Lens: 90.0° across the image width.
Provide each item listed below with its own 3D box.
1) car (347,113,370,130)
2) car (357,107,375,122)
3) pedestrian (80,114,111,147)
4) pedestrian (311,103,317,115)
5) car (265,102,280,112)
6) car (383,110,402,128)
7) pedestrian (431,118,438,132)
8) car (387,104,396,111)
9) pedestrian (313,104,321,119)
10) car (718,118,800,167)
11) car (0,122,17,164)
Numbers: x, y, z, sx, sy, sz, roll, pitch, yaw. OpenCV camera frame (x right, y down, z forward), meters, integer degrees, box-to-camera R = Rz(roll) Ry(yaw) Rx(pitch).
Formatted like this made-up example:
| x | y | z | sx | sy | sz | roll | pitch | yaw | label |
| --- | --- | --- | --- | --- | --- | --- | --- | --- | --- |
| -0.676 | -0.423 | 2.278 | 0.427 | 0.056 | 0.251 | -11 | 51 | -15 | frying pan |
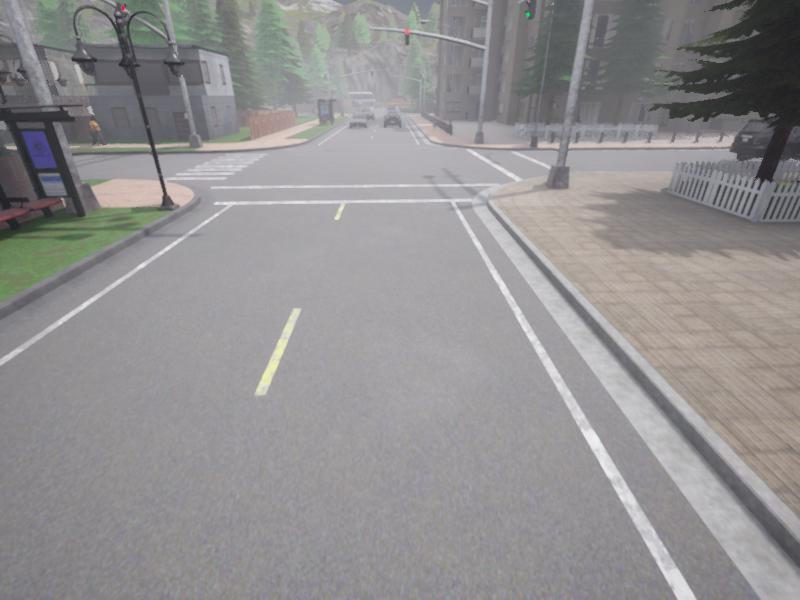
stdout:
| x | y | z | sx | sy | sz | roll | pitch | yaw | label |
| --- | --- | --- | --- | --- | --- | --- | --- | --- | --- |
| -4.282 | -18.852 | 42.179 | 2.033 | 1.411 | 5.357 | -1 | 27 | -1 | car |
| -4.589 | -25.395 | 54.773 | 2.152 | 1.651 | 5.027 | -1 | 27 | -1 | car |
| -18.986 | -10.557 | 24.968 | 0.751 | 1.860 | 0.751 | 2 | 27 | 3 | pedestrian |
| -14.526 | -32.158 | 67.373 | 0.751 | 1.860 | 0.751 | -2 | 27 | -3 | pedestrian |
| -26.847 | -40.746 | 84.312 | 1.932 | 1.855 | 4.605 | -1 | 27 | -2 | car |
| -0.865 | -20.658 | 45.576 | 2.038 | 1.542 | 4.974 | -1 | 27 | -1 | car |
| 3.082 | -15.581 | 35.688 | 0.500 | 1.100 | 0.500 | 0 | 27 | 0 | pedestrian |
| -2.047 | -45.101 | 93.656 | 2.128 | 1.511 | 4.902 | -1 | 27 | -1 | car |
| -11.589 | -26.354 | 56.007 | 0.751 | 1.860 | 0.751 | 1 | 27 | 2 | pedestrian |
| 19.528 | -7.766 | 19.704 | 5.566 | 2.045 | 2.150 | -1 | 27 | -3 | car |
| -22.340 | -7.579 | 19.482 | 4.605 | 1.855 | 1.932 | -5 | 27 | -10 | car |
